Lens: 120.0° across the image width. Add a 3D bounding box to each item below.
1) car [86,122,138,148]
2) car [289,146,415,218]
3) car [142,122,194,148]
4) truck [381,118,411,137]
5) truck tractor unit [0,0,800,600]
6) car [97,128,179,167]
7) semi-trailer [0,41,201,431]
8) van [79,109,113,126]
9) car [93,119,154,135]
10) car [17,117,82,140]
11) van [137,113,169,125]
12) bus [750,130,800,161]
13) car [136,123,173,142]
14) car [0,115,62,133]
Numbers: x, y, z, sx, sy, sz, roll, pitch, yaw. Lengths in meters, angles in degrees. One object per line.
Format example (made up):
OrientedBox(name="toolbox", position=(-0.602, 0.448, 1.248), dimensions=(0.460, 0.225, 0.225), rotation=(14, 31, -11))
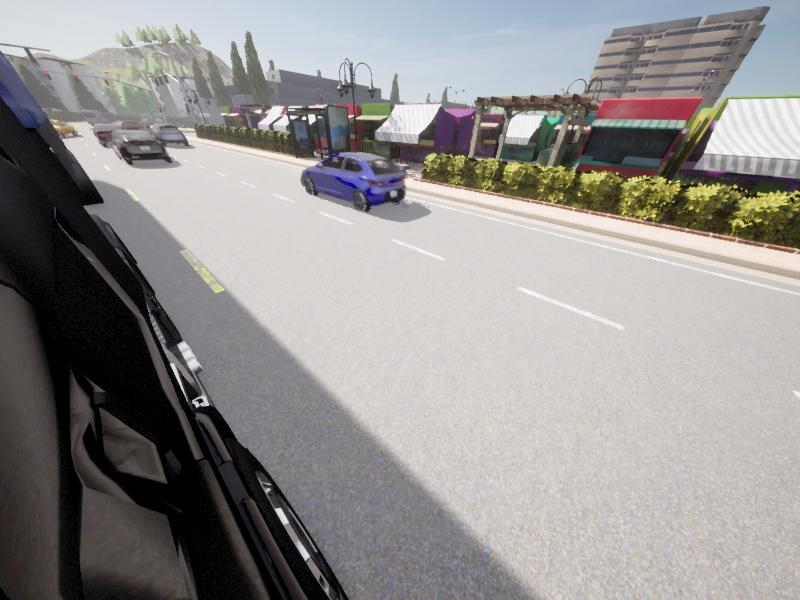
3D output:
OrientedBox(name="car", position=(-24.004, -13.767, 19.228), dimensions=(5.008, 1.535, 1.882), rotation=(29, 44, 30))
OrientedBox(name="car", position=(-1.731, -4.290, 8.033), dimensions=(4.193, 1.474, 1.816), rotation=(29, 44, 30))
OrientedBox(name="car", position=(-21.116, -14.991, 20.971), dimensions=(4.856, 1.649, 2.033), rotation=(29, 44, 30))
OrientedBox(name="truck", position=(-1.091, -46.412, 62.376), dimensions=(2.891, 3.827, 8.468), rotation=(30, 44, 31))
OrientedBox(name="truck tractor unit", position=(-2.645, -0.295, 0.351), dimensions=(6.516, 4.208, 3.053), rotation=(28, 44, 30))
OrientedBox(name="car", position=(-15.221, -8.942, 13.388), dimensions=(4.792, 1.488, 2.163), rotation=(29, 44, 30))
OrientedBox(name="semi-trailer", position=(-8.681, -3.619, 4.240), dimensions=(14.254, 4.402, 2.717), rotation=(28, 44, 30))
OrientedBox(name="van", position=(-62.246, -37.326, 47.400), dimensions=(1.988, 2.561, 5.915), rotation=(-18, 42, -25))
OrientedBox(name="car", position=(-37.367, -23.484, 31.409), dimensions=(2.163, 1.488, 4.792), rotation=(10, 37, 10))
OrientedBox(name="car", position=(-34.620, -17.164, 23.055), dimensions=(1.801, 1.575, 5.366), rotation=(-20, 42, -27))
OrientedBox(name="van", position=(-70.887, -51.919, 66.466), dimensions=(2.351, 2.431, 6.366), rotation=(1, 37, -3))
OrientedBox(name="bus", position=(71.804, -28.755, 42.955), dimensions=(3.944, 4.253, 10.273), rotation=(28, 44, 30))
OrientedBox(name="car", position=(-25.603, -17.493, 24.111), dimensions=(3.633, 1.501, 1.845), rotation=(31, 45, 33))
OrientedBox(name="car", position=(-45.110, -20.997, 27.510), dimensions=(1.801, 1.575, 5.366), rotation=(30, 45, 31))
